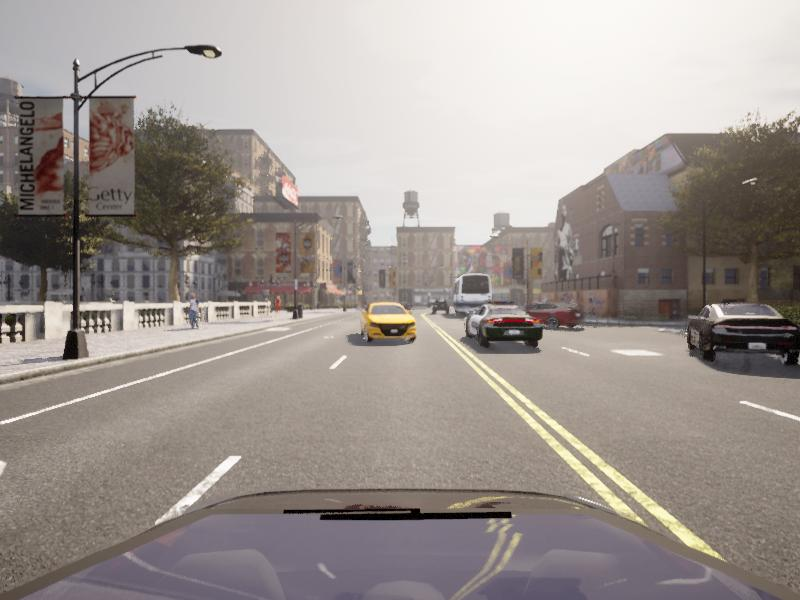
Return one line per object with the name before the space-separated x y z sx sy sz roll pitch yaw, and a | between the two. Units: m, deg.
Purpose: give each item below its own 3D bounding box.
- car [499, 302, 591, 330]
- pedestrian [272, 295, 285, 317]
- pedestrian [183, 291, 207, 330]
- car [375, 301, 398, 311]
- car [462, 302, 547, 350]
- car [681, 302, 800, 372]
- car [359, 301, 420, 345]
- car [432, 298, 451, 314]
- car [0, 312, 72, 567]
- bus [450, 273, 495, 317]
car | 8.512 0.872 23.905 2.163 1.488 4.792 0 0 -34
pedestrian | -10.325 0.513 33.966 0.751 1.860 0.751 0 0 9
pedestrian | -10.056 0.502 19.637 0.751 1.860 0.751 0 0 13
car | -1.999 0.914 61.206 2.002 1.452 4.674 0 0 20
car | 3.743 0.840 15.360 2.038 1.542 4.974 0 0 1
car | 9.532 0.847 11.379 2.128 1.511 4.902 0 0 30
car | -0.610 0.837 16.748 1.882 1.535 5.008 0 0 -9
car | 5.173 0.695 49.440 1.932 1.855 4.605 0 0 10
car | -3.476 0.837 0.461 2.128 1.511 4.902 0 0 1
bus | 7.867 -0.495 44.984 3.944 4.253 10.273 -1 0 5
